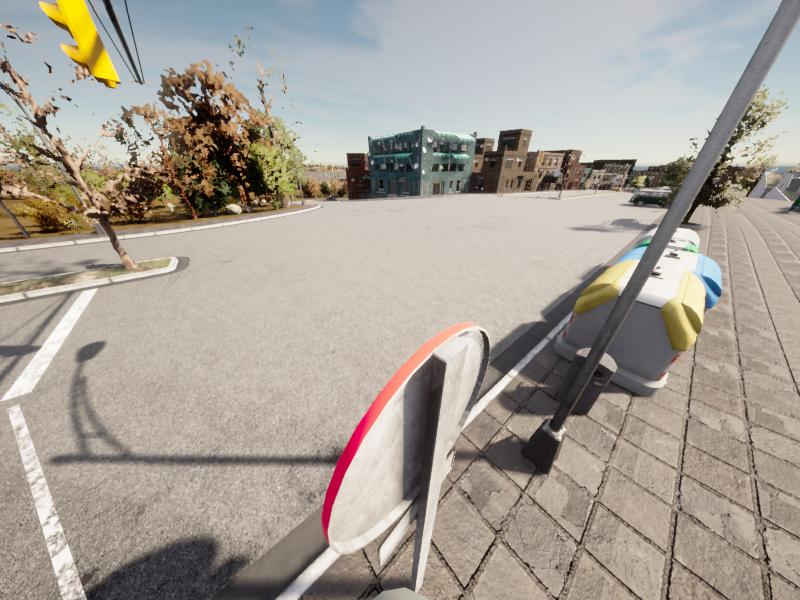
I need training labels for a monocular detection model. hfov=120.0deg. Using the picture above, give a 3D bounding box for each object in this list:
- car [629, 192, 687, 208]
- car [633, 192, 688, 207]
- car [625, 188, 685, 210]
[{"bbox_3d":[34.472,-13.468,31.109,4.674,1.452,2.002,17,32,25],"label":"car"},{"bbox_3d":[36.754,-14.328,32.812,4.674,1.452,2.002,17,33,25],"label":"car"},{"bbox_3d":[32.099,-12.864,29.311,4.442,1.987,1.878,17,33,25],"label":"car"}]
